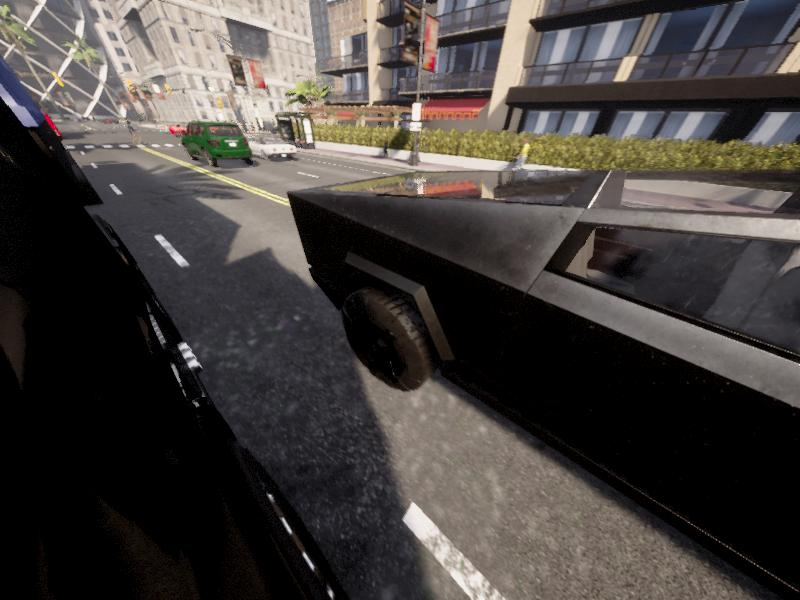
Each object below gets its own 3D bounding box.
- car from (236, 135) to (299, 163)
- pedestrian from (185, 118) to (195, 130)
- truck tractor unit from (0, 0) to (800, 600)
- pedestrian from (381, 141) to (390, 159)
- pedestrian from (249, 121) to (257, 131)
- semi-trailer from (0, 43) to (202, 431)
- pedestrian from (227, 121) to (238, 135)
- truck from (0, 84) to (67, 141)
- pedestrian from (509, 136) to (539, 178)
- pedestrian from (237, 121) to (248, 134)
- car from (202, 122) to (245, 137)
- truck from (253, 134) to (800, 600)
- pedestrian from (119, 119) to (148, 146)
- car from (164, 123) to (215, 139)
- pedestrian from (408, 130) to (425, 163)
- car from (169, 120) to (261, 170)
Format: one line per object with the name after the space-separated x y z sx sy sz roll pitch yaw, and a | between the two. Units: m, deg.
-9.576 -10.995 16.665 4.718 1.301 1.895 28 44 30 | car
-43.012 -36.061 47.365 0.751 1.860 0.751 30 45 31 | pedestrian
-2.645 -0.295 0.352 6.516 4.208 3.053 28 44 30 | truck tractor unit
-1.119 -11.560 17.785 0.500 1.100 0.500 26 43 28 | pedestrian
-34.366 -40.717 54.086 0.751 1.860 0.751 29 44 31 | pedestrian
-8.706 -3.591 4.234 14.254 4.402 2.717 28 44 30 | semi-trailer
-29.164 -29.954 40.289 0.751 1.860 0.751 25 42 27 | pedestrian
-35.929 -17.812 22.094 8.468 3.827 2.891 28 44 30 | truck
6.748 -7.848 12.664 0.751 1.860 0.751 25 42 27 | pedestrian
-27.547 -30.184 40.450 0.751 1.860 0.751 24 42 26 | pedestrian
-26.862 -25.991 35.234 4.553 1.767 2.097 -26 46 -33 | car
2.004 0.281 1.636 6.274 2.098 2.390 28 44 29 | truck
-22.953 -14.420 19.934 0.751 1.860 0.751 25 42 27 | pedestrian
-28.109 -22.762 31.078 4.514 1.525 2.007 -15 40 -21 | car
1.142 -10.732 16.180 0.751 1.860 0.751 24 42 26 | pedestrian
-10.996 -9.308 13.704 5.566 2.045 2.150 28 43 29 | car
